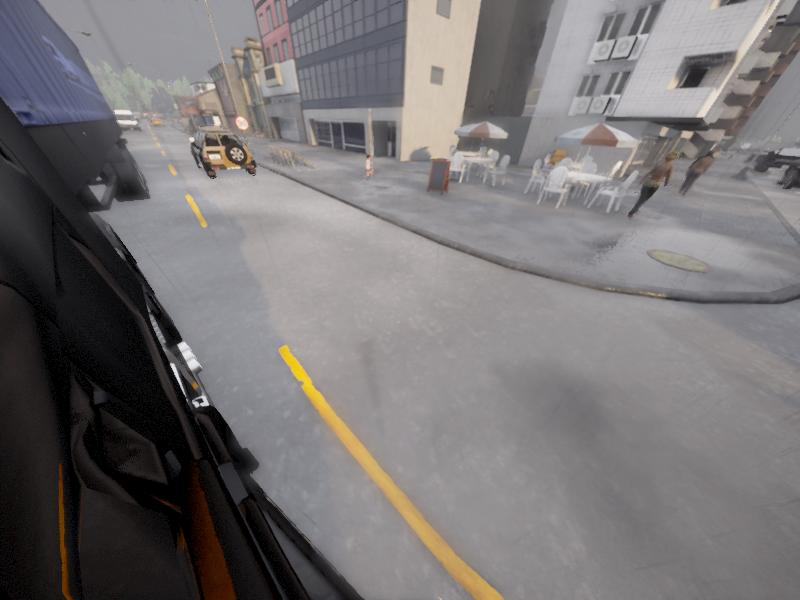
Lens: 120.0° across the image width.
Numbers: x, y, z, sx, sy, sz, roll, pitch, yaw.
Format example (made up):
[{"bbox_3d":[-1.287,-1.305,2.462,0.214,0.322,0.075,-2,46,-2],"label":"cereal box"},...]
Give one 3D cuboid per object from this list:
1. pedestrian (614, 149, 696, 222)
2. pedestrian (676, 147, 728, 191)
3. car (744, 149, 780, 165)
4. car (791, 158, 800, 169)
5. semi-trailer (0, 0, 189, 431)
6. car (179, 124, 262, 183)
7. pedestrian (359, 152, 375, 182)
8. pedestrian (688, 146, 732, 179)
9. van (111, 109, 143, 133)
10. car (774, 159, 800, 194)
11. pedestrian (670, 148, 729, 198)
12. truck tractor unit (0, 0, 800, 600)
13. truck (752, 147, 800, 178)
[{"bbox_3d":[7.680,-3.479,7.058,0.751,1.860,0.751,-19,42,-26],"label":"pedestrian"},{"bbox_3d":[15.497,-6.748,11.944,0.751,1.860,0.751,29,44,30],"label":"pedestrian"},{"bbox_3d":[52.452,-20.806,33.573,5.238,1.638,1.930,-26,46,-33],"label":"car"},{"bbox_3d":[51.473,-17.212,28.584,4.553,1.767,2.097,-26,45,-33],"label":"car"},{"bbox_3d":[-8.095,-3.966,4.729,2.717,4.402,14.254,-27,46,-33],"label":"semi-trailer"},{"bbox_3d":[-8.658,-7.164,11.078,1.932,1.855,4.605,-26,46,-33],"label":"car"},{"bbox_3d":[-1.482,-6.052,10.511,0.500,1.100,0.500,17,39,19],"label":"pedestrian"},{"bbox_3d":[21.261,-9.439,15.918,0.751,1.860,0.751,16,39,17],"label":"pedestrian"},{"bbox_3d":[-40.043,-26.393,34.072,1.988,2.561,5.915,-26,46,-33],"label":"van"},{"bbox_3d":[25.816,-7.672,14.350,5.008,1.535,1.882,-26,46,-32],"label":"car"},{"bbox_3d":[13.533,-5.798,10.545,0.751,1.860,0.751,29,44,31],"label":"pedestrian"},{"bbox_3d":[-2.645,-0.295,0.351,6.516,4.208,3.053,28,44,30],"label":"truck tractor unit"},{"bbox_3d":[36.713,-13.240,22.044,6.274,2.098,2.390,-26,45,-33],"label":"truck"}]
